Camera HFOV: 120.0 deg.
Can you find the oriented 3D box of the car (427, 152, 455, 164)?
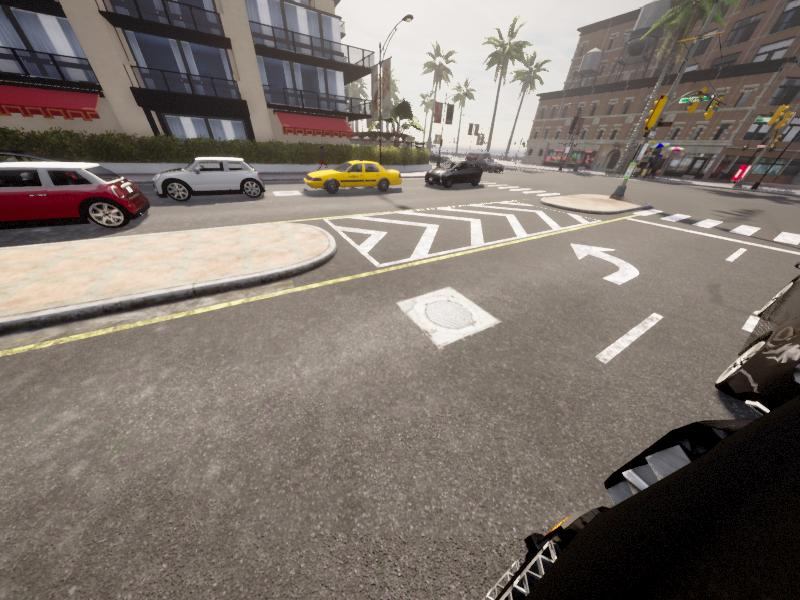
[{"bbox_3d":[7.147,-25.271,41.186,2.128,1.511,4.902,-16,38,-26],"label":"car"}]

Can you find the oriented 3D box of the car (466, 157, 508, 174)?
[{"bbox_3d":[10.773,-16.950,29.045,2.033,1.411,5.357,-8,35,-16],"label":"car"}]

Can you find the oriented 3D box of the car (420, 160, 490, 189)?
[{"bbox_3d":[3.879,-8.901,16.271,4.514,1.525,2.007,-20,40,-30],"label":"car"}]

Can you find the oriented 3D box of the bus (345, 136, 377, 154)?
[{"bbox_3d":[-11.835,-46.813,69.680,10.273,4.253,3.944,30,42,34],"label":"bus"}]

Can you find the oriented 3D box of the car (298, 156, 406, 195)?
[{"bbox_3d":[-2.471,-6.913,12.738,5.366,1.575,1.801,-16,38,-26],"label":"car"}]

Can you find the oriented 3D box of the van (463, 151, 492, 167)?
[{"bbox_3d":[12.888,-23.654,38.768,1.775,1.987,4.442,-16,38,-26],"label":"van"}]

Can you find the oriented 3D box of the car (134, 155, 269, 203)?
[{"bbox_3d":[-8.047,-5.240,9.882,3.806,1.475,1.970,-16,38,-26],"label":"car"}]

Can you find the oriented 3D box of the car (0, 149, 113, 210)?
[{"bbox_3d":[-12.716,-3.908,7.446,3.705,1.549,1.789,-16,38,-26],"label":"car"}]

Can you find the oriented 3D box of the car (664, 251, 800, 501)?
[{"bbox_3d":[5.407,0.457,2.309,4.902,1.511,2.128,-16,38,-26],"label":"car"}]

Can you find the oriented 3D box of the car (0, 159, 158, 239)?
[{"bbox_3d":[-9.274,-2.632,5.860,3.806,1.475,1.970,-16,38,-26],"label":"car"}]

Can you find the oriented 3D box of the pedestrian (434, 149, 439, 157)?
[{"bbox_3d":[9.901,-40.039,63.008,0.751,1.860,0.751,-25,43,-35],"label":"pedestrian"}]

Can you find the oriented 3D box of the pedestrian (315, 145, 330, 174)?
[{"bbox_3d":[-5.941,-10.805,17.760,0.751,1.860,0.751,-16,38,-26],"label":"pedestrian"}]

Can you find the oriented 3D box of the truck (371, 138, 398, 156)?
[{"bbox_3d":[-4.664,-44.857,67.676,2.891,3.827,8.468,-25,43,-35],"label":"truck"}]
